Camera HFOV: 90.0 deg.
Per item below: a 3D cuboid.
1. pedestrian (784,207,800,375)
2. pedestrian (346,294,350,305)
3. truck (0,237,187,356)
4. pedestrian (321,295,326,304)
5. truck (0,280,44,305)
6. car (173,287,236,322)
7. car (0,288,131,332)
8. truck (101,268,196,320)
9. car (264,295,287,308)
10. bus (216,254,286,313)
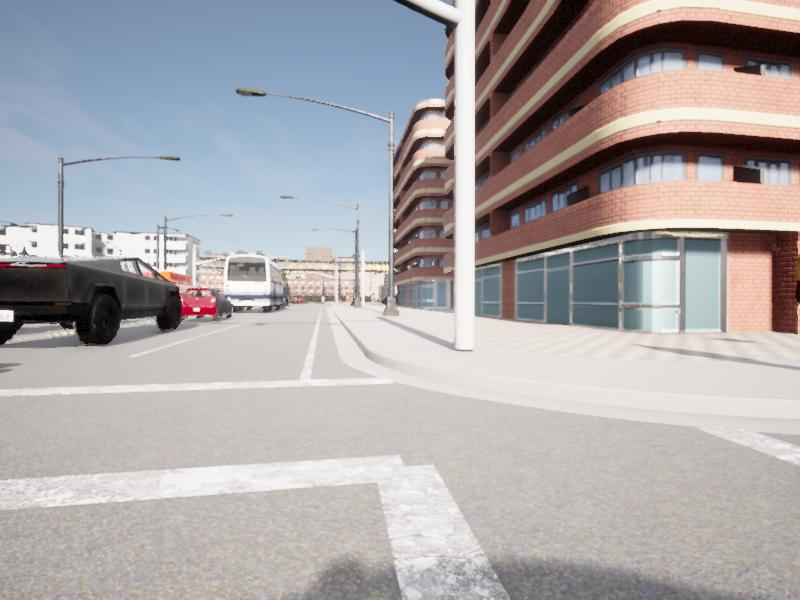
[{"bbox_3d":[4.933,-0.104,4.506,0.751,1.860,0.751,0,0,34],"label":"pedestrian"},{"bbox_3d":[-8.453,-0.074,64.963,0.751,1.860,0.751,0,0,-10],"label":"pedestrian"},{"bbox_3d":[-7.696,-0.085,10.120,2.390,2.098,6.274,0,0,-11],"label":"truck"},{"bbox_3d":[-15.431,-0.048,80.499,0.751,1.860,0.751,0,0,-44],"label":"pedestrian"},{"bbox_3d":[-60.267,-1.135,61.083,8.468,3.827,2.891,0,0,-30],"label":"truck"},{"bbox_3d":[-9.290,0.189,19.341,1.845,1.501,3.633,0,0,-11],"label":"car"},{"bbox_3d":[-11.928,0.300,14.515,1.895,1.301,4.718,0,0,-11],"label":"car"},{"bbox_3d":[-13.305,-0.294,21.688,2.627,2.467,5.204,0,0,-11],"label":"truck"},{"bbox_3d":[-14.622,0.163,47.189,2.038,1.542,4.974,0,0,-11],"label":"car"},{"bbox_3d":[-12.257,-1.189,34.127,3.944,4.253,10.273,0,0,-11],"label":"bus"}]
